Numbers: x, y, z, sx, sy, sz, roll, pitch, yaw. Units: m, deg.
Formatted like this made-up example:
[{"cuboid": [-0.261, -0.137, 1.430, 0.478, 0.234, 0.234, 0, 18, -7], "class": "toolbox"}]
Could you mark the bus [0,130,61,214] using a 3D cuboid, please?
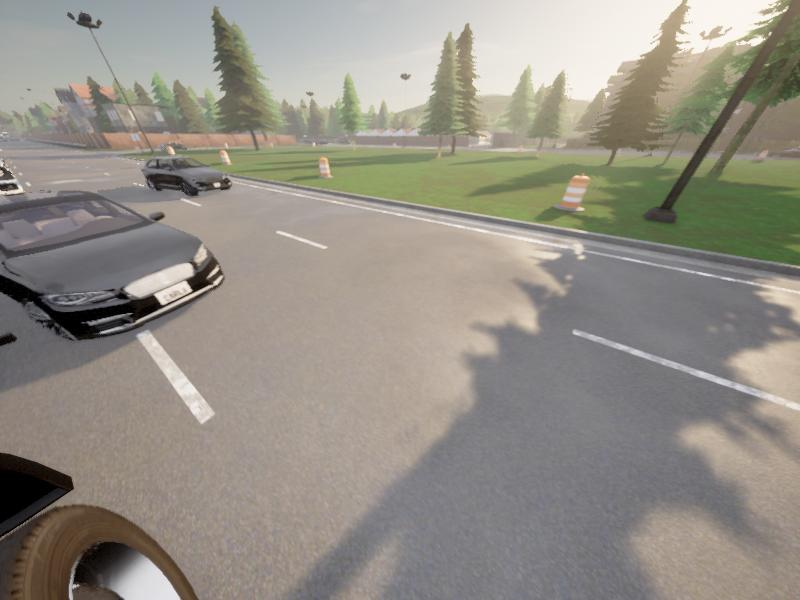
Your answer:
[{"cuboid": [-18.436, -6.120, 8.752, 10.273, 4.253, 3.944, 22, 41, 28], "class": "bus"}]

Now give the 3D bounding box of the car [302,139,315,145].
[{"cuboid": [-30.767, -53.189, 77.787, 3.806, 1.475, 1.970, 22, 41, 28], "class": "car"}]

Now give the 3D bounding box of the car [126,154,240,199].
[{"cuboid": [-10.172, -5.915, 10.925, 4.193, 1.474, 1.816, 14, 37, 19], "class": "car"}]

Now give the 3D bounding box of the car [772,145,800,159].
[{"cuboid": [55.799, -20.610, 32.135, 3.633, 1.501, 1.845, 22, 41, 28], "class": "car"}]

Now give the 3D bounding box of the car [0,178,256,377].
[{"cuboid": [-5.306, -0.874, 3.795, 4.902, 1.511, 2.128, 14, 38, 19], "class": "car"}]

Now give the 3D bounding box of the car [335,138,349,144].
[{"cuboid": [-20.492, -56.207, 81.710, 4.605, 1.855, 1.932, 22, 41, 28], "class": "car"}]

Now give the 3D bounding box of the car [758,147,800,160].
[{"cuboid": [52.276, -19.481, 30.714, 4.718, 1.301, 1.895, 22, 41, 28], "class": "car"}]

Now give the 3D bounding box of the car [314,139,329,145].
[{"cuboid": [-26.829, -54.090, 79.044, 4.902, 1.511, 2.128, 22, 41, 28], "class": "car"}]

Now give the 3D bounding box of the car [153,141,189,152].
[{"cuboid": [-40.676, -27.363, 41.081, 1.970, 1.475, 3.806, 13, 37, 17], "class": "car"}]
